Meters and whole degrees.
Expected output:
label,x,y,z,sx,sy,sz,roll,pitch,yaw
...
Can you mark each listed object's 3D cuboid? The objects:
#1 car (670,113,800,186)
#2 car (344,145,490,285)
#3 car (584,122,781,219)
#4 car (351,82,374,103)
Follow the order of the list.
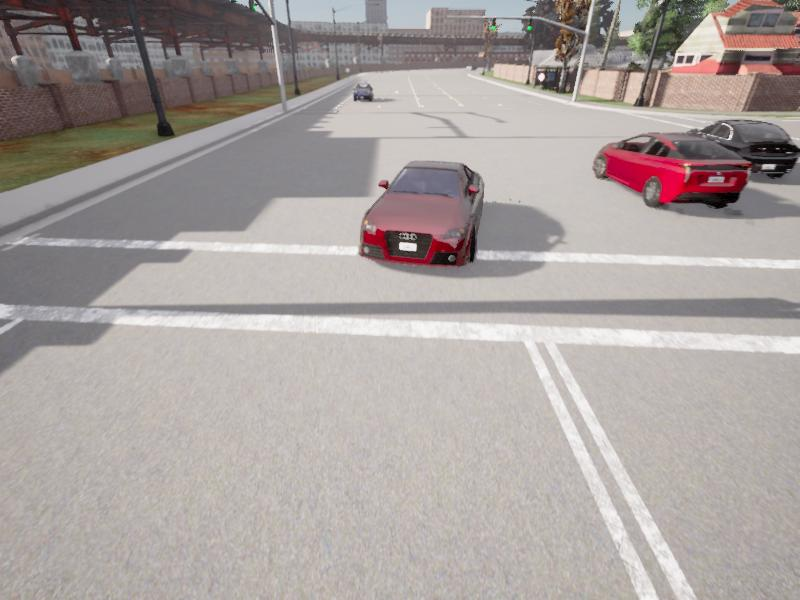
label,x,y,z,sx,sy,sz,roll,pitch,yaw
car,11.166,-5.237,13.452,1.837,1.490,4.892,5,31,12
car,0.607,-1.994,8.044,1.994,1.385,4.181,7,31,12
car,7.012,-3.664,10.745,2.007,1.525,4.514,0,30,0
car,-3.475,-19.759,38.011,1.845,1.501,3.633,0,31,0
